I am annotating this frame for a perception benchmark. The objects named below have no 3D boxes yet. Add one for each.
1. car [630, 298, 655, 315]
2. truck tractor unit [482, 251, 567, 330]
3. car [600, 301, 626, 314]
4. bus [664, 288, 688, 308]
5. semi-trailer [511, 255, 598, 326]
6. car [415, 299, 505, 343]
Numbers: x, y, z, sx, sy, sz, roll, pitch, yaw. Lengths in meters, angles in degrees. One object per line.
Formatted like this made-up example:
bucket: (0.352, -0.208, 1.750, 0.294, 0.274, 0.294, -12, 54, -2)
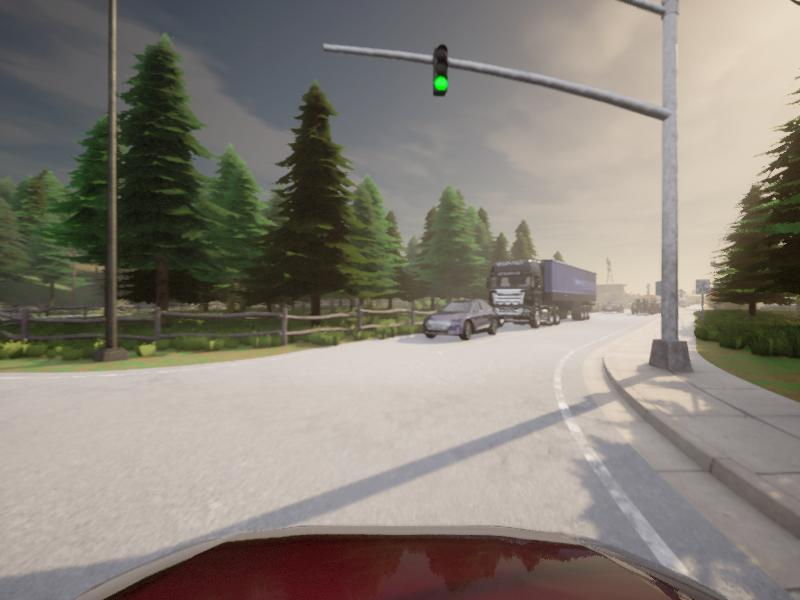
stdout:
car: (28.159, 0.723, 46.359, 1.932, 1.855, 4.605, 0, 0, 37)
truck tractor unit: (7.907, -0.487, 24.875, 3.053, 4.208, 6.516, 0, 0, 36)
car: (26.867, 0.906, 50.470, 2.128, 1.511, 4.902, 0, 0, 38)
bus: (63.757, -0.375, 92.348, 3.944, 4.253, 10.273, 0, 0, 38)
semi-trailer: (12.582, -0.576, 31.259, 2.717, 4.402, 14.254, 0, 0, 36)
car: (2.808, 0.793, 17.745, 2.033, 1.649, 4.856, 0, 0, 34)
